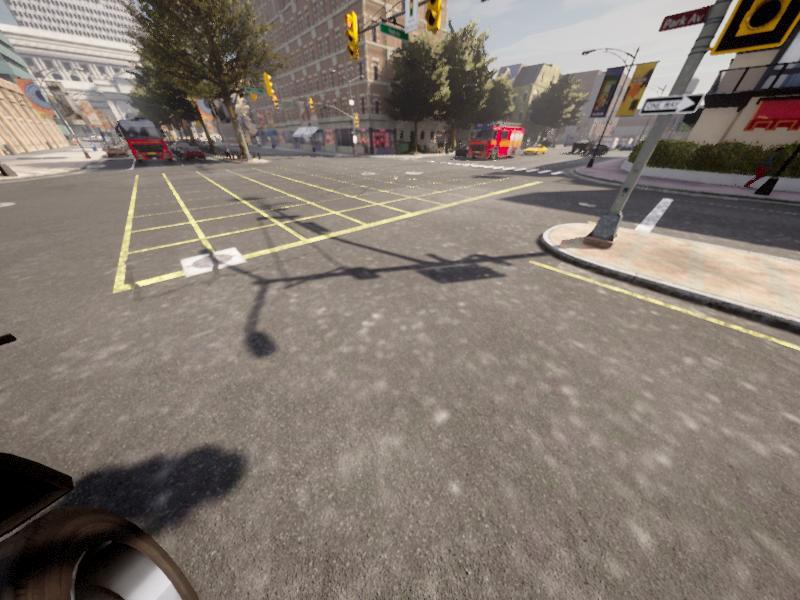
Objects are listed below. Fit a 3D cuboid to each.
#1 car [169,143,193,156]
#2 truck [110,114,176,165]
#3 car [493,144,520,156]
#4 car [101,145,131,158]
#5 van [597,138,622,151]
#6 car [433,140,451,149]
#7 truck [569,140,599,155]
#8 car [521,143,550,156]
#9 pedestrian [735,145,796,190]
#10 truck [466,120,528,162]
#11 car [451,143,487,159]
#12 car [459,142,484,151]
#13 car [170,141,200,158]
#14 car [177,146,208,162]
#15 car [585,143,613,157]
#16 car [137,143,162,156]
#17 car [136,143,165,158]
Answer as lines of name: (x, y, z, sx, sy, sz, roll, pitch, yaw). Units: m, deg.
car: (-32.922, -22.702, 34.693, 1.970, 1.475, 3.806, -27, 44, -33)
truck: (-27.250, -17.079, 24.693, 2.891, 3.827, 8.468, -28, 44, -34)
car: (17.447, -24.593, 37.794, 4.674, 1.442, 1.812, -28, 44, -34)
car: (-36.837, -19.354, 30.048, 1.895, 1.301, 4.718, -28, 44, -34)
van: (47.818, -35.521, 52.710, 6.366, 2.431, 2.351, -28, 44, -34)
car: (10.168, -37.869, 56.239, 1.905, 1.878, 3.866, -28, 44, -34)
truck: (33.489, -27.836, 41.960, 6.274, 2.098, 2.390, -28, 44, -34)
car: (21.881, -24.247, 37.215, 5.366, 1.575, 1.801, -28, 44, -34)
pedestrian: (18.135, -6.601, 11.532, 0.751, 1.860, 0.751, -28, 44, -34)
truck: (12.334, -20.136, 29.344, 8.468, 3.827, 2.891, -28, 44, -34)
car: (9.534, -20.501, 31.740, 5.238, 1.638, 1.930, -28, 44, -34)
car: (15.707, -34.042, 51.144, 2.038, 1.542, 4.974, -25, 43, -31)
car: (-28.927, -20.299, 31.027, 2.097, 1.767, 4.553, -28, 44, -34)
car: (-24.265, -17.138, 27.000, 1.895, 1.301, 4.718, -28, 44, -34)
car: (32.039, -24.141, 37.102, 4.856, 1.649, 2.033, -28, 44, -34)
car: (-36.887, -22.174, 34.005, 1.994, 1.385, 4.181, -28, 44, -34)
car: (-32.423, -19.397, 29.994, 1.970, 1.475, 3.806, -28, 44, -34)
